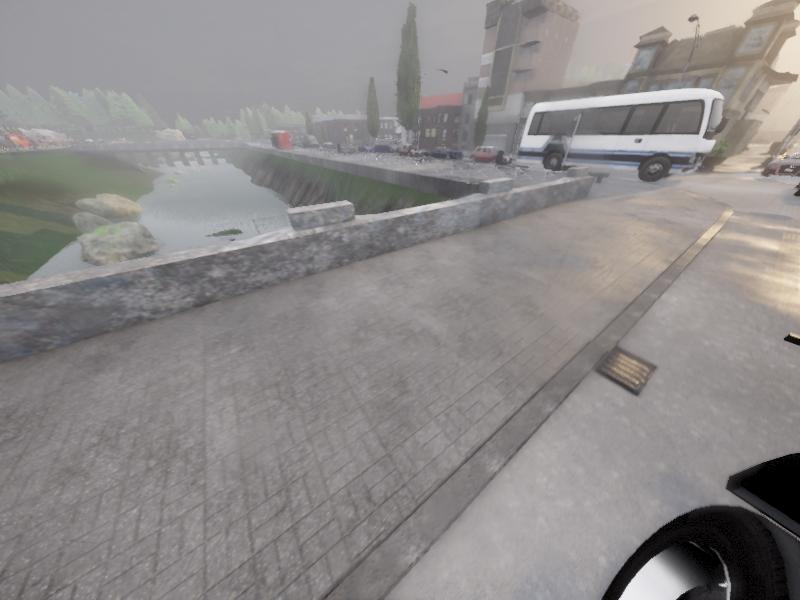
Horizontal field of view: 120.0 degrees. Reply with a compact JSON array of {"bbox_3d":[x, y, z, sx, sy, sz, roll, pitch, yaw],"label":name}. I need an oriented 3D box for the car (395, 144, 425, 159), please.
[{"bbox_3d":[1.248,-19.660,30.451,1.970,1.475,3.806,-22,41,-28],"label":"car"}]

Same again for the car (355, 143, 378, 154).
[{"bbox_3d":[-5.587,-25.269,38.461,1.816,1.474,4.193,-22,41,-28],"label":"car"}]

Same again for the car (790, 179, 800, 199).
[{"bbox_3d":[19.360,-5.283,10.078,4.718,1.301,1.895,-22,41,-28],"label":"car"}]

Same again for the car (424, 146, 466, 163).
[{"bbox_3d":[4.946,-16.555,26.177,1.895,1.301,4.718,-22,41,-28],"label":"car"}]

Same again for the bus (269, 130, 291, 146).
[{"bbox_3d":[-41.786,-56.217,80.212,3.944,4.253,10.273,-22,41,-28],"label":"bus"}]

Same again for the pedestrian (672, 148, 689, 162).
[{"bbox_3d":[26.693,-13.772,22.002,0.500,1.100,0.500,17,39,23],"label":"pedestrian"}]

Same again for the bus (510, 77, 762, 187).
[{"bbox_3d":[13.675,-10.779,15.353,3.944,4.253,10.273,-23,41,-28],"label":"bus"}]

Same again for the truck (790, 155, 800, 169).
[{"bbox_3d":[33.532,-11.537,17.805,5.204,2.467,2.627,-21,40,-28],"label":"truck"}]

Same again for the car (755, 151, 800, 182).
[{"bbox_3d":[25.065,-8.288,14.216,4.181,1.385,1.994,-12,37,-16],"label":"car"}]

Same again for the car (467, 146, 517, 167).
[{"bbox_3d":[8.587,-13.634,21.849,1.970,1.475,3.806,-22,41,-28],"label":"car"}]

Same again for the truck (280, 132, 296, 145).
[{"bbox_3d":[-41.574,-59.779,85.625,2.891,3.827,8.468,-22,41,-28],"label":"truck"}]

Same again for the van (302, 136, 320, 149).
[{"bbox_3d":[-22.108,-39.266,57.477,1.988,2.561,5.915,-22,41,-28],"label":"van"}]

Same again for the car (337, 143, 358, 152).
[{"bbox_3d":[-9.988,-28.806,43.666,1.895,1.301,4.718,-22,41,-28],"label":"car"}]

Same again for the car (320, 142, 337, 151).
[{"bbox_3d":[-15.510,-33.396,50.089,1.812,1.442,4.674,-22,41,-28],"label":"car"}]

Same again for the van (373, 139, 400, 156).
[{"bbox_3d":[-1.969,-22.509,34.075,1.775,1.987,4.442,-22,41,-28],"label":"van"}]

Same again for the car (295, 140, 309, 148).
[{"bbox_3d":[-26.974,-42.838,63.489,2.242,1.667,4.611,-22,41,-28],"label":"car"}]

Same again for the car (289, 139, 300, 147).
[{"bbox_3d":[-31.294,-46.516,68.448,1.905,1.878,3.866,-22,41,-28],"label":"car"}]
